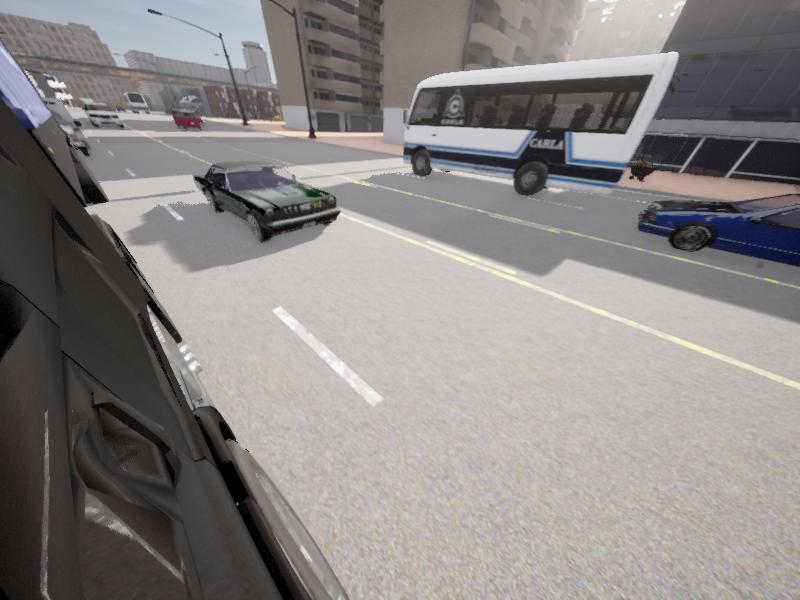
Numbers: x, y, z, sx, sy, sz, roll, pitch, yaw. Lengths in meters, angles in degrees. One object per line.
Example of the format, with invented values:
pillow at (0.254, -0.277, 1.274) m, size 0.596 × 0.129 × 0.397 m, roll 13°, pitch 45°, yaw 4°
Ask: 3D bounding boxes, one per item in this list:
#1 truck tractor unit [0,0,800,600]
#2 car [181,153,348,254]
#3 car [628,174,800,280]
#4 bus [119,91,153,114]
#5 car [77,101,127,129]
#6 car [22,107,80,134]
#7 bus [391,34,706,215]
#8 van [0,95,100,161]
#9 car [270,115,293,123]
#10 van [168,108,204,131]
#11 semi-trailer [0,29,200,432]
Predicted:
truck tractor unit at (-2.645, -0.295, 0.351) m, size 6.516 × 4.208 × 3.053 m, roll 28°, pitch 44°, yaw 30°
car at (-3.693, -2.871, 6.156) m, size 4.718 × 1.301 × 1.895 m, roll 29°, pitch 44°, yaw 31°
car at (8.843, -1.471, 5.036) m, size 5.357 × 1.411 × 2.033 m, roll 29°, pitch 44°, yaw 31°
bus at (-71.547, -53.296, 62.603) m, size 10.273 × 4.253 × 3.944 m, roll 33°, pitch 46°, yaw 33°
car at (-31.676, -19.652, 24.547) m, size 5.566 × 2.045 × 2.150 m, roll 31°, pitch 45°, yaw 29°
car at (-29.970, -15.500, 19.912) m, size 4.902 × 1.511 × 2.128 m, roll 31°, pitch 45°, yaw 29°
bus at (4.706, -7.676, 10.643) m, size 10.273 × 4.253 × 3.944 m, roll 29°, pitch 44°, yaw 31°
van at (-19.441, -9.582, 12.716) m, size 6.366 × 2.431 × 2.351 m, roll 30°, pitch 45°, yaw 30°
car at (-32.235, -49.413, 63.031) m, size 1.882 × 1.535 × 5.008 m, roll 31°, pitch 45°, yaw 31°
van at (-26.322, -22.192, 28.391) m, size 4.442 × 1.987 × 1.775 m, roll 31°, pitch 45°, yaw 29°
semi-trailer at (-8.625, -3.674, 4.269) m, size 14.254 × 4.402 × 2.717 m, roll 29°, pitch 44°, yaw 30°
